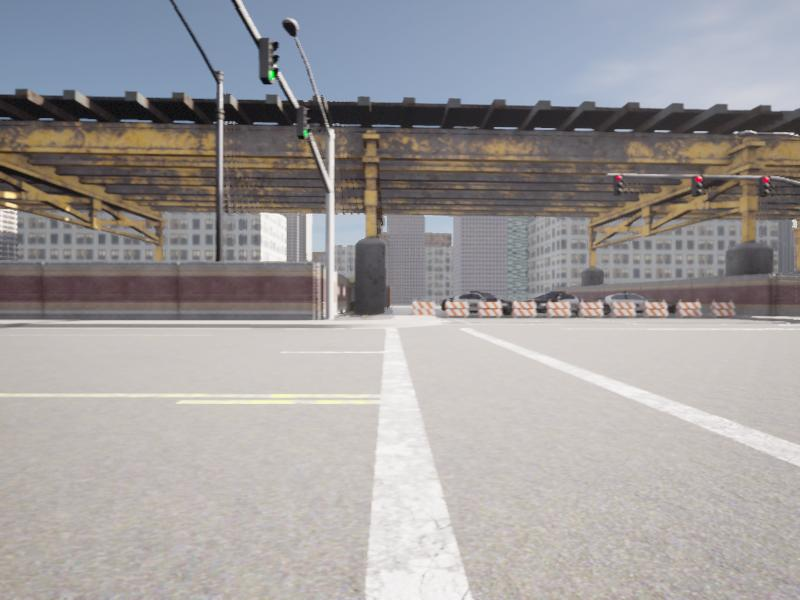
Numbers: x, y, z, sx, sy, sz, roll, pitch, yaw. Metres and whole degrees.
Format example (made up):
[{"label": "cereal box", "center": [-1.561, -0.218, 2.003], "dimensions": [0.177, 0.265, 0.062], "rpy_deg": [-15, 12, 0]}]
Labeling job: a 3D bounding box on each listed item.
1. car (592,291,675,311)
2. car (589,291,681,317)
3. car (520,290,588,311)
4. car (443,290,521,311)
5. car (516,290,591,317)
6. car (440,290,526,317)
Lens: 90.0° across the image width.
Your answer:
[{"label": "car", "center": [15.021, 0.066, 25.967], "dimensions": [4.536, 1.218, 1.853], "rpy_deg": [0, 0, 29]}, {"label": "car", "center": [15.067, 0.224, 25.943], "dimensions": [4.974, 1.542, 2.038], "rpy_deg": [0, 0, 29]}, {"label": "car", "center": [9.742, 0.056, 25.181], "dimensions": [4.536, 1.218, 1.853], "rpy_deg": [0, 0, -36]}, {"label": "car", "center": [5.055, 0.047, 25.171], "dimensions": [4.536, 1.218, 1.853], "rpy_deg": [0, 0, 44]}, {"label": "car", "center": [9.701, 0.213, 25.150], "dimensions": [4.974, 1.542, 2.038], "rpy_deg": [0, 0, -36]}, {"label": "car", "center": [5.092, 0.204, 25.136], "dimensions": [4.974, 1.542, 2.038], "rpy_deg": [0, 0, 44]}]
